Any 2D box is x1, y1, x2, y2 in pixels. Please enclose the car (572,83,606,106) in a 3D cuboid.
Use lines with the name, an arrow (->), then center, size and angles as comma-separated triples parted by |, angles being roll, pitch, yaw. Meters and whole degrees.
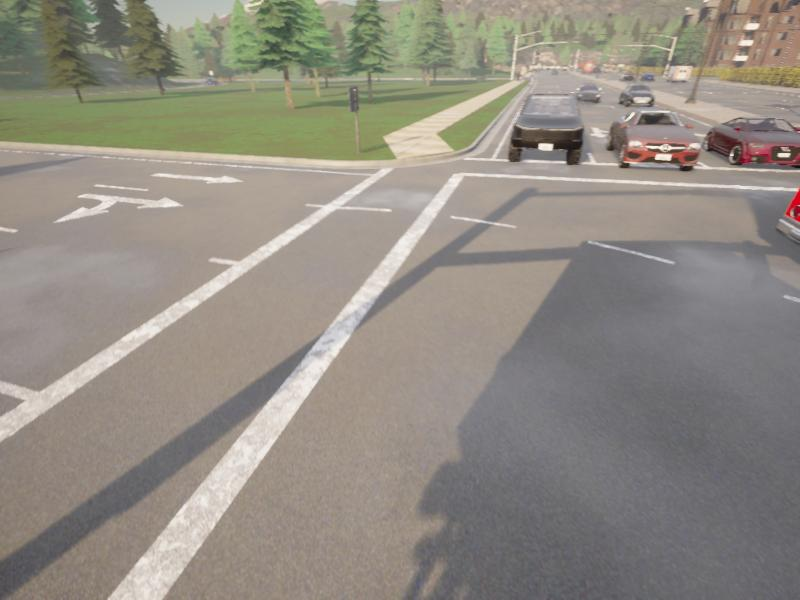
car -> 16.560, -18.244, 35.354 | 2.038, 1.542, 4.974 | 8, 32, 15

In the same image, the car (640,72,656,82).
car -> 47.788, -43.042, 77.150 | 1.812, 1.442, 4.674 | 10, 32, 18

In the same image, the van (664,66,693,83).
van -> 49.362, -40.122, 71.134 | 2.351, 2.431, 6.366 | 8, 32, 15

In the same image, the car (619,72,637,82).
car -> 44.317, -43.477, 77.834 | 2.038, 1.542, 4.974 | 8, 31, 14

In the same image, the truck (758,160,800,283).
truck -> 8.900, -1.074, 5.224 | 5.204, 2.467, 2.627 | 6, 31, 12

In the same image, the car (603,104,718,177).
car -> 8.907, -5.886, 14.291 | 2.152, 1.651, 5.027 | 8, 32, 15

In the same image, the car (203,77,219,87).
car -> -40.559, -47.012, 86.131 | 2.152, 1.651, 5.027 | -8, 31, -12

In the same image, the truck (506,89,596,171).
truck -> 5.703, -6.812, 15.481 | 2.390, 2.098, 6.274 | 8, 31, 15

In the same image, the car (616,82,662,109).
car -> 19.121, -16.537, 32.275 | 2.033, 1.649, 4.856 | 8, 32, 15

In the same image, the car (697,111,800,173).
car -> 12.556, -5.662, 14.073 | 1.994, 1.385, 4.181 | 8, 31, 14
